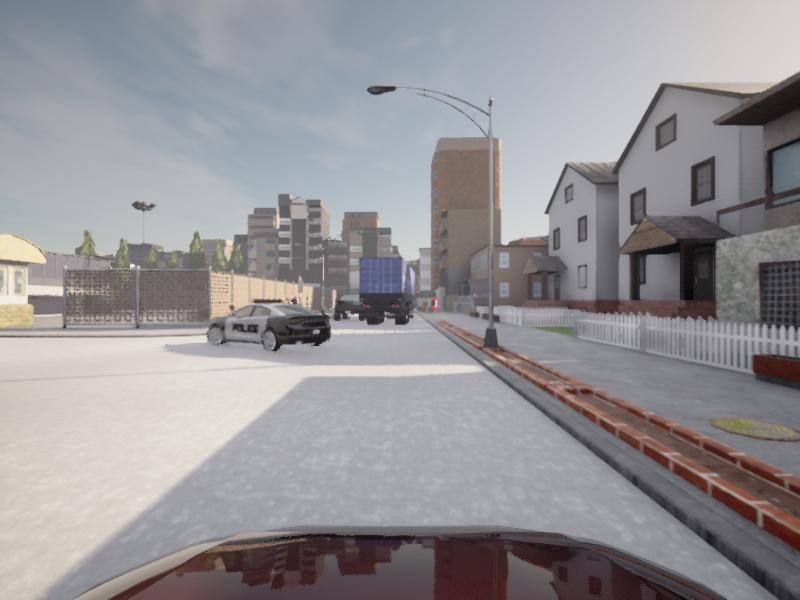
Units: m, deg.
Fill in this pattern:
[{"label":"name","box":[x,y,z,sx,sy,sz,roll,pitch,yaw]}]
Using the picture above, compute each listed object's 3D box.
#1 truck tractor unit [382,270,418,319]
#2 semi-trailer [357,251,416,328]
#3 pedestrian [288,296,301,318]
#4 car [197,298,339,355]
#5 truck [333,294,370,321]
[{"label":"truck tractor unit","box":[-0.006,-0.481,37.970,3.053,4.208,6.516,0,0,0]},{"label":"semi-trailer","box":[-0.511,-0.588,30.081,2.717,4.402,14.254,0,0,5]},{"label":"pedestrian","box":[-8.981,0.567,34.056,0.751,1.860,0.751,0,0,12]},{"label":"car","box":[-4.675,0.785,13.783,5.238,1.638,1.930,0,-1,36]},{"label":"truck","box":[-4.001,0.577,34.111,2.390,2.098,6.274,0,0,0]}]
